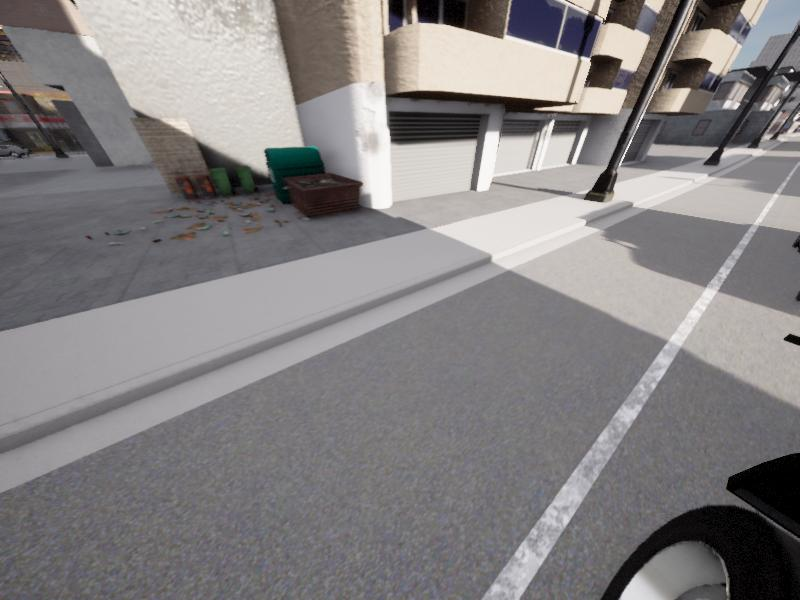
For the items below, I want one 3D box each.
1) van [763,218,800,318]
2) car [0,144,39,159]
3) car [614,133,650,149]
[{"bbox_3d":[9.108,-1.367,3.657,6.366,2.431,2.351,-22,40,-27],"label":"van"},{"bbox_3d":[-51.816,-19.237,29.976,4.902,1.511,2.128,-22,41,-26],"label":"car"},{"bbox_3d":[30.850,-21.147,30.697,3.806,1.475,1.970,-23,41,-26],"label":"car"}]
